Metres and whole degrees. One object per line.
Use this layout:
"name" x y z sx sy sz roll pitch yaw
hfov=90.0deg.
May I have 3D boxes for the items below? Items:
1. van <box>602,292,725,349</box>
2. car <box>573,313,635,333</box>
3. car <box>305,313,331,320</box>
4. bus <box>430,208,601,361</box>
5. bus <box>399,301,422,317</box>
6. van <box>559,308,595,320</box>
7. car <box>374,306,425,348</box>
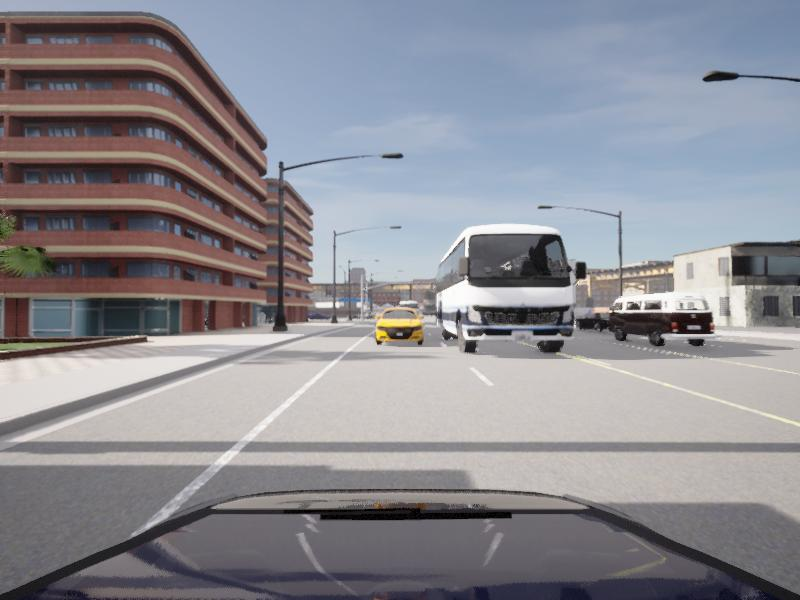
"van" 10.487 0.787 16.428 2.069 2.038 4.480 0 -1 0
"car" 13.978 1.546 27.817 1.895 1.301 4.718 0 -2 0
"car" -15.686 3.159 76.840 4.674 1.442 1.812 0 -1 -3
"bus" 3.608 -0.319 16.297 3.944 4.253 10.273 0 -1 0
"bus" 2.758 2.508 113.476 3.944 4.253 10.273 0 -1 -14
"van" 36.055 2.760 81.510 6.366 2.431 2.351 0 -1 -1
"car" -0.014 1.065 17.365 1.882 1.535 5.008 0 -1 0
